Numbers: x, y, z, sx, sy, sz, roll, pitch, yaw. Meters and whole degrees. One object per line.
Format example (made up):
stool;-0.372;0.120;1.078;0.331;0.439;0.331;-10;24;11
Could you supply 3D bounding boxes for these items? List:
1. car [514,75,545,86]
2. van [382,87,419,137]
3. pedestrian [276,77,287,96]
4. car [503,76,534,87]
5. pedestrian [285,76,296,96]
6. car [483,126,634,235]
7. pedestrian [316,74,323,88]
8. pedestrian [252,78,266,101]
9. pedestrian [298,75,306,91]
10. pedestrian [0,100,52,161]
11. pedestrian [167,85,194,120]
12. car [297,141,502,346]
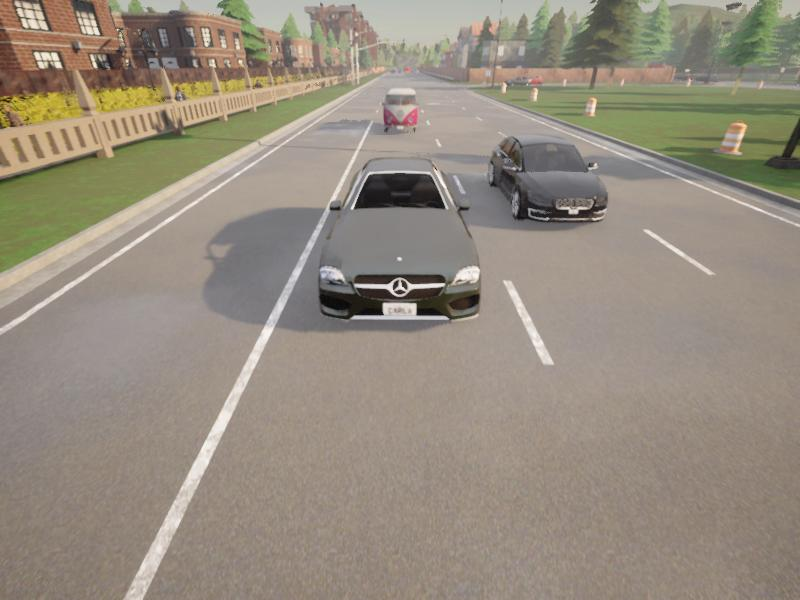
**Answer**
car;23.378;-39.638;72.211;4.611;1.667;2.242;-5;31;-9
van;0.033;-10.082;21.256;1.775;1.987;4.442;0;30;0
pedestrian;-12.816;-23.084;43.261;0.751;1.860;0.751;2;30;4
car;20.237;-37.453;68.558;4.514;1.525;2.007;-7;31;-12
pedestrian;-12.142;-23.662;44.248;0.751;1.860;0.751;0;30;1
car;3.503;-3.233;10.039;1.837;1.490;4.892;0;30;0
pedestrian;-12.111;-32.902;60.037;0.751;1.860;0.751;0;30;1
pedestrian;-13.103;-19.490;37.119;0.751;1.860;0.751;0;30;0
pedestrian;-12.929;-28.715;52.883;0.751;1.860;0.751;0;30;0
pedestrian;-12.991;-5.786;13.690;0.751;1.860;0.751;0;30;-1
pedestrian;-13.233;-11.929;24.188;0.751;1.860;0.751;0;30;-1
car;-0.003;-1.407;6.793;2.152;1.651;5.027;0;30;0
